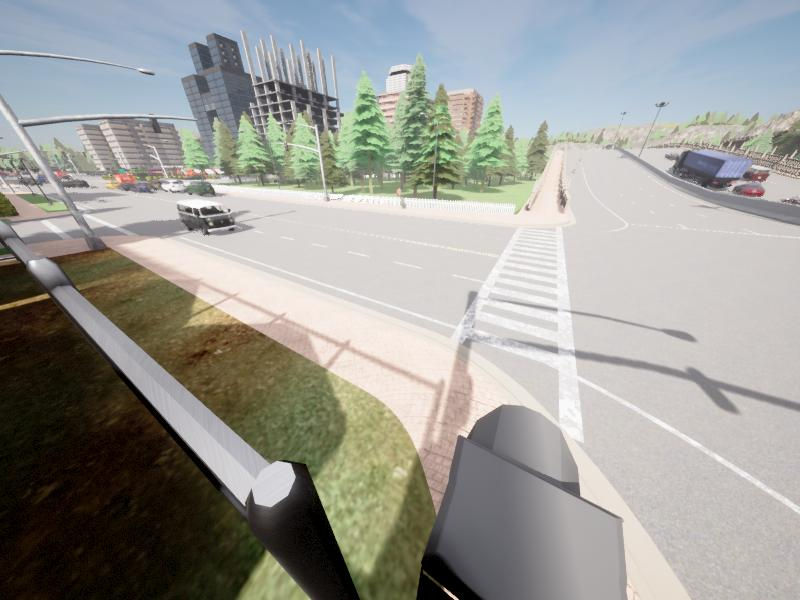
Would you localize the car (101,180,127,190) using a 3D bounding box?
[{"bbox_3d":[-57.986,-23.284,46.792,5.366,1.575,1.801,17,34,27],"label":"car"}]

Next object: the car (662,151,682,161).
[{"bbox_3d":[69.859,-37.048,59.405,2.128,1.511,4.902,16,41,26],"label":"car"}]

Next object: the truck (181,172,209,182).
[{"bbox_3d":[-62.560,-37.542,70.571,2.627,2.467,5.204,16,33,26],"label":"truck"}]

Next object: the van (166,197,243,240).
[{"bbox_3d":[-13.369,-5.707,15.846,4.480,2.038,2.069,17,34,27],"label":"van"}]

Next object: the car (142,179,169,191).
[{"bbox_3d":[-46.976,-22.104,44.415,4.605,1.855,1.932,17,34,27],"label":"car"}]

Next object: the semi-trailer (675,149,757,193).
[{"bbox_3d":[50.434,-21.500,37.731,2.717,4.402,14.254,16,40,26],"label":"semi-trailer"}]

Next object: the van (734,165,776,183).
[{"bbox_3d":[58.673,-20.992,38.307,1.775,1.987,4.442,16,41,26],"label":"van"}]

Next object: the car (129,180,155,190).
[{"bbox_3d":[-53.964,-24.075,48.228,4.792,1.488,2.163,17,34,27],"label":"car"}]

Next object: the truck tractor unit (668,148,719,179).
[{"bbox_3d":[54.382,-25.637,43.189,3.053,4.208,6.516,16,41,26],"label":"truck tractor unit"}]

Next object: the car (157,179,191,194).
[{"bbox_3d":[-39.608,-19.914,40.458,5.566,2.045,2.150,17,34,27],"label":"car"}]

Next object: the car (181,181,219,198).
[{"bbox_3d":[-31.142,-17.318,35.960,5.566,2.045,2.150,17,34,27],"label":"car"}]

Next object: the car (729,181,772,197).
[{"bbox_3d":[47.833,-15.232,31.652,1.994,1.385,4.181,21,40,32],"label":"car"}]

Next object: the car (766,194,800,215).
[{"bbox_3d":[39.450,-9.421,22.752,1.970,1.475,3.806,16,35,26],"label":"car"}]

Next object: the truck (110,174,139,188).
[{"bbox_3d":[-62.860,-27.235,52.706,5.204,2.467,2.627,17,34,27],"label":"truck"}]
